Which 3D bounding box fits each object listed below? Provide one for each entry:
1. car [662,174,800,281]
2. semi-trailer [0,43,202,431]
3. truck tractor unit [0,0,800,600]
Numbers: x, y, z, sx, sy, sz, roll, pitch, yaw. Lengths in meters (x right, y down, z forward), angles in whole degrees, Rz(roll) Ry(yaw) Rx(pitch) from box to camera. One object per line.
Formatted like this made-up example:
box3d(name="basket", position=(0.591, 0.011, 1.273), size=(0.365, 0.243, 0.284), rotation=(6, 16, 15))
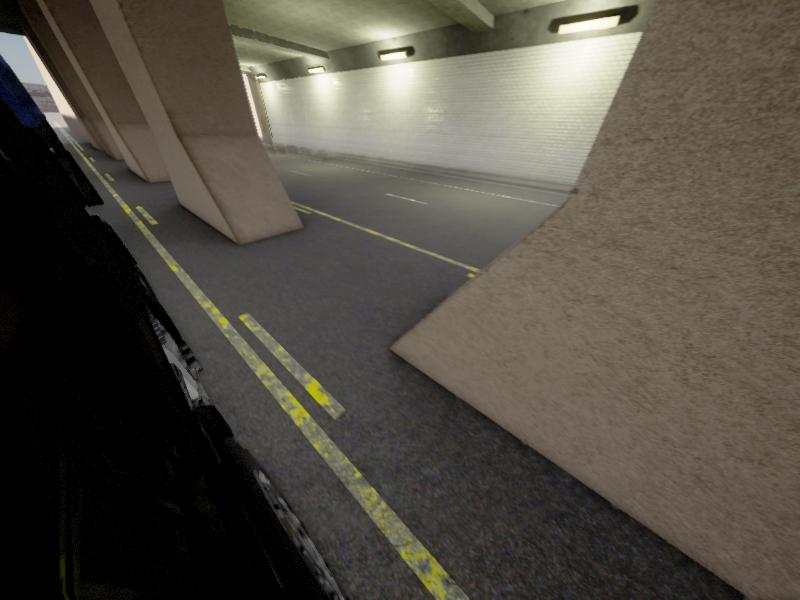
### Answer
box3d(name="car", position=(8.987, -1.191, 4.541), size=(4.892, 1.490, 1.837), rotation=(28, 44, 30))
box3d(name="semi-trailer", position=(-8.701, -3.594, 4.239), size=(14.254, 4.402, 2.717), rotation=(28, 44, 30))
box3d(name="truck tractor unit", position=(-2.645, -0.295, 0.351), size=(6.516, 4.208, 3.053), rotation=(28, 44, 30))
